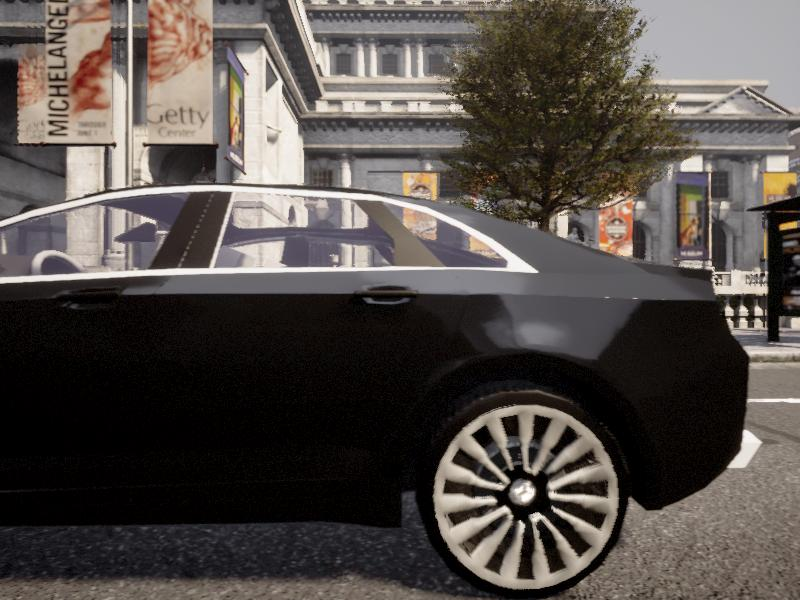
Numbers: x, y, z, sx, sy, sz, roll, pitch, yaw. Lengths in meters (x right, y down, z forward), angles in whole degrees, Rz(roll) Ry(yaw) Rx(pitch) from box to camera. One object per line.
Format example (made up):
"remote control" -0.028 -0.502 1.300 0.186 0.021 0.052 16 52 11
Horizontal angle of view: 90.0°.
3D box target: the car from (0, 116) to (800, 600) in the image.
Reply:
"car" -0.990 0.236 2.193 4.902 1.511 2.128 0 0 0

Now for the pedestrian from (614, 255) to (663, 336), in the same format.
"pedestrian" 5.667 -0.112 9.561 0.751 1.860 0.751 0 0 4
